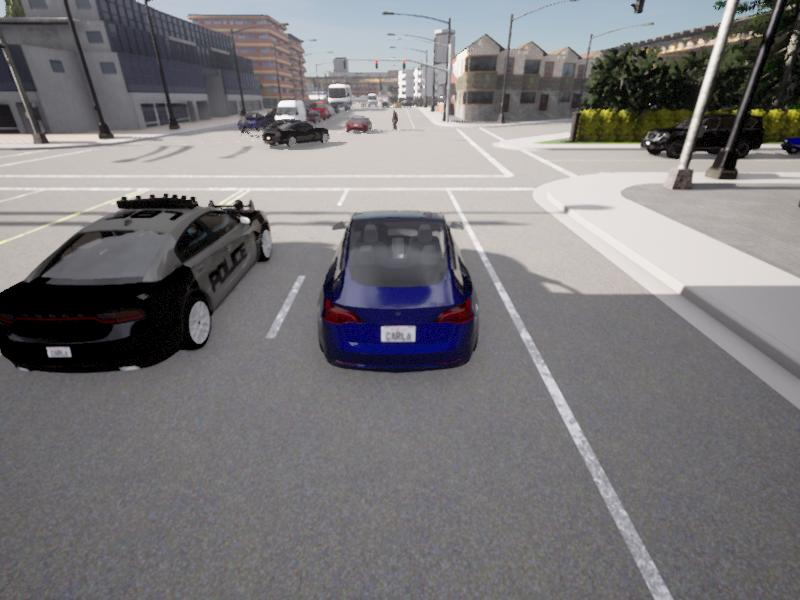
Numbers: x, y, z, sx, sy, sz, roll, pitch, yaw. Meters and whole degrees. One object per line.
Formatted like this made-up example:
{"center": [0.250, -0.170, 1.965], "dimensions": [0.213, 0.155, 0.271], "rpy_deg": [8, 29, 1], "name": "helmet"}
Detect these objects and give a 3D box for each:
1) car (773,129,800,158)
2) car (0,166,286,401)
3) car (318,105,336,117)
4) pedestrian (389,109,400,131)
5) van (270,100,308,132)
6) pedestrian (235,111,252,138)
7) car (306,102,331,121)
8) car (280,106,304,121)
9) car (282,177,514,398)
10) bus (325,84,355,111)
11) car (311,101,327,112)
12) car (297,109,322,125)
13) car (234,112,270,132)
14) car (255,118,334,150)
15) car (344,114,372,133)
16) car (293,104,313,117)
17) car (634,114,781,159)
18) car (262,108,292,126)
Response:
{"center": [23.277, -8.312, 21.262], "dimensions": [4.718, 1.301, 1.895], "rpy_deg": [0, 27, 0], "name": "car"}
{"center": [-3.523, -0.833, 6.316], "dimensions": [1.930, 1.638, 5.238], "rpy_deg": [0, 27, 0], "name": "car"}
{"center": [-10.888, -28.276, 59.765], "dimensions": [1.812, 1.442, 4.674], "rpy_deg": [0, 28, 0], "name": "car"}
{"center": [-0.520, -16.803, 37.360], "dimensions": [0.751, 1.860, 0.751], "rpy_deg": [-13, 30, -24], "name": "pedestrian"}
{"center": [-10.742, -18.166, 39.302], "dimensions": [1.988, 2.561, 5.915], "rpy_deg": [0, 28, 0], "name": "van"}
{"center": [-12.240, -13.713, 31.286], "dimensions": [0.751, 1.860, 0.751], "rpy_deg": [-20, 33, -35], "name": "pedestrian"}
{"center": [-10.836, -25.295, 53.562], "dimensions": [2.150, 2.045, 5.566], "rpy_deg": [0, 28, 0], "name": "car"}
{"center": [-14.343, -24.920, 53.398], "dimensions": [1.882, 1.535, 5.008], "rpy_deg": [0, 28, 0], "name": "car"}
{"center": [-0.031, -0.683, 6.193], "dimensions": [2.163, 1.488, 4.792], "rpy_deg": [0, 27, 0], "name": "car"}
{"center": [-10.871, -37.492, 74.064], "dimensions": [3.944, 4.253, 10.273], "rpy_deg": [0, 27, 0], "name": "bus"}
{"center": [-14.473, -34.926, 72.068], "dimensions": [1.882, 1.535, 5.008], "rpy_deg": [0, 28, 0], "name": "car"}
{"center": [-10.721, -21.901, 47.772], "dimensions": [1.812, 1.442, 4.674], "rpy_deg": [0, 28, 0], "name": "car"}
{"center": [-14.243, -17.266, 38.718], "dimensions": [1.816, 1.474, 4.193], "rpy_deg": [0, 27, 0], "name": "car"}
{"center": [-6.791, -11.044, 26.417], "dimensions": [1.882, 1.535, 5.008], "rpy_deg": [16, 31, 28], "name": "car"}
{"center": [-3.877, -16.670, 37.697], "dimensions": [1.994, 1.385, 4.181], "rpy_deg": [1, 27, 2], "name": "car"}
{"center": [-14.389, -28.152, 59.482], "dimensions": [1.837, 1.490, 4.892], "rpy_deg": [0, 28, 0], "name": "car"}
{"center": [15.944, -8.653, 21.107], "dimensions": [5.566, 2.045, 2.150], "rpy_deg": [0, 27, 0], "name": "car"}
{"center": [-14.286, -21.507, 46.809], "dimensions": [1.930, 1.638, 5.238], "rpy_deg": [0, 28, 0], "name": "car"}
